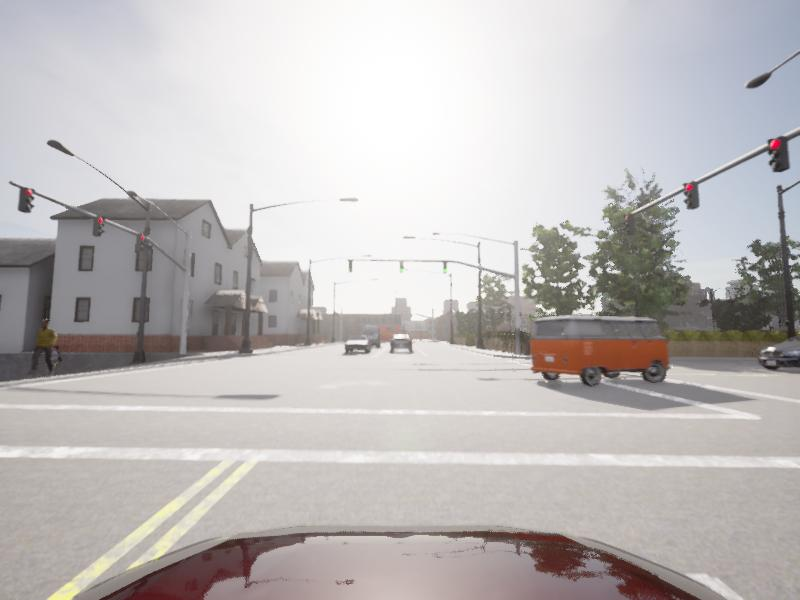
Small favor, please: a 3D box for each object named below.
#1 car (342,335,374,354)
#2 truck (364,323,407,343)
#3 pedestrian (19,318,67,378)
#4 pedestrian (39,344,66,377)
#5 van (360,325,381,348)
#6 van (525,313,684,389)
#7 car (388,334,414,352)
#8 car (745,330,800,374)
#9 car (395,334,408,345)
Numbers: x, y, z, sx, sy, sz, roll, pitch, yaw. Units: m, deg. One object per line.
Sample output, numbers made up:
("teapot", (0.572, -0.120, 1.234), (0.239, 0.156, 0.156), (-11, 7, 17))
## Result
("car", (-3.391, 3.641, 33.277), (2.033, 1.411, 5.357), (0, -5, 0))
("truck", (-2.915, 6.733, 81.695), (8.468, 3.827, 2.891), (0, -5, 0))
("pedestrian", (-11.332, 1.508, 12.732), (0.751, 1.860, 0.751), (1, -5, -8))
("pedestrian", (-20.225, 3.480, 23.311), (0.751, 1.860, 0.751), (0, -5, 1))
("van", (-3.356, 4.264, 46.708), (1.988, 2.561, 5.915), (0, -5, 0))
("van", (6.239, 1.498, 12.219), (4.442, 1.987, 1.775), (3, -6, -23))
("car", (0.118, 3.812, 35.721), (2.128, 1.511, 4.902), (0, -5, 0))
("car", (17.357, 2.064, 16.257), (4.611, 1.667, 2.242), (0, -5, 1))
("car", (0.191, 6.143, 62.610), (1.930, 1.638, 5.238), (0, -5, 0))
